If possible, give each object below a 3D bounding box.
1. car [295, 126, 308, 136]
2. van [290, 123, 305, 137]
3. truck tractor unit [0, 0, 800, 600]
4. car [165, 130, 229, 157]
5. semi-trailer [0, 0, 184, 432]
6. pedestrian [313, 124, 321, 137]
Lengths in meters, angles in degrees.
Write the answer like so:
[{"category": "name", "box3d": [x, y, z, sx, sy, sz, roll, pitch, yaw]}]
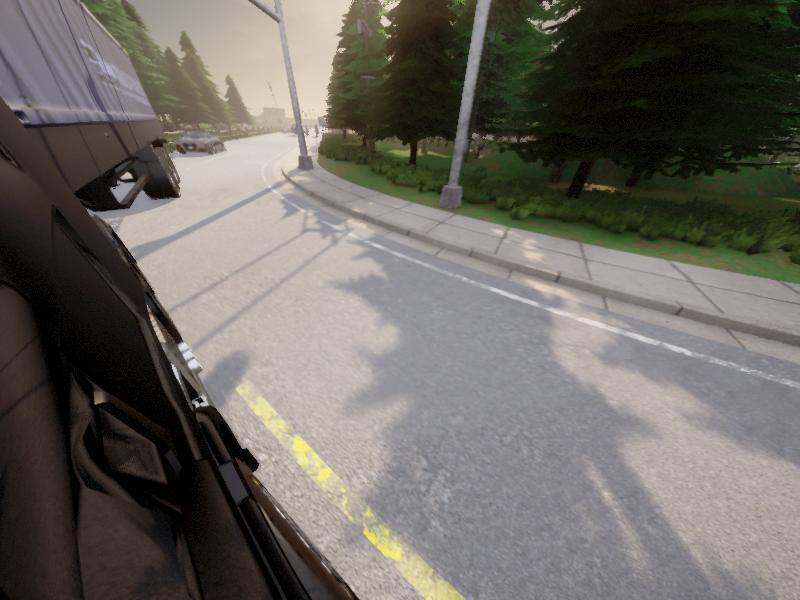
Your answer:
[{"category": "car", "box3d": [-21.201, -36.606, 49.968, 1.837, 1.490, 4.892, -5, 37, -10]}, {"category": "van", "box3d": [-19.847, -33.122, 44.983, 1.775, 1.987, 4.442, -6, 38, -12]}, {"category": "truck tractor unit", "box3d": [-2.645, -0.295, 0.351, 6.516, 4.208, 3.053, 28, 44, 30]}, {"category": "car", "box3d": [-14.810, -11.730, 17.196, 1.994, 1.385, 4.181, -7, 38, -13]}, {"category": "semi-trailer", "box3d": [-7.620, -4.185, 5.042, 2.717, 4.402, 14.254, -22, 44, -29]}, {"category": "pedestrian", "box3d": [-14.762, -30.001, 40.974, 0.751, 1.860, 0.751, 6, 37, 4]}]
